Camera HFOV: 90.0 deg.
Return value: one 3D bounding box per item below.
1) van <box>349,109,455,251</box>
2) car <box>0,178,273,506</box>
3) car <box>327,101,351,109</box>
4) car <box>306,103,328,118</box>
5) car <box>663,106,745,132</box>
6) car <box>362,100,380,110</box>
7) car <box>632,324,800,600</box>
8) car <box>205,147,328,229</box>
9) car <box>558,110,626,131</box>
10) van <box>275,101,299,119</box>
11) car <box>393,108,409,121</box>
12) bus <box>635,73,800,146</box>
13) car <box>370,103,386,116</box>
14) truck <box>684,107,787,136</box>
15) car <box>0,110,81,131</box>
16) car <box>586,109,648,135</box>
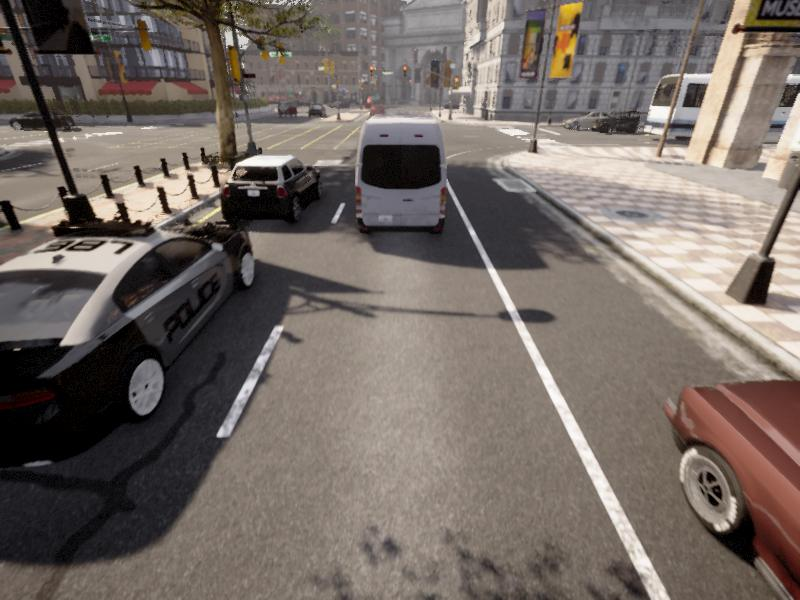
[{"bbox_3d":[0.031,-3.574,10.700,1.988,2.561,5.915,0,27,0],"label":"van"},{"bbox_3d":[-3.487,-0.255,5.221,1.930,1.638,5.238,0,27,0],"label":"car"},{"bbox_3d":[-12.601,-40.345,82.776,2.033,1.411,5.357,15,31,25],"label":"car"},{"bbox_3d":[-11.395,-26.159,55.143,1.930,1.638,5.238,0,27,0],"label":"car"},{"bbox_3d":[28.312,-16.963,37.459,5.566,2.045,2.150,0,27,0],"label":"car"},{"bbox_3d":[-5.940,-39.993,82.052,1.851,1.617,3.988,-16,32,-29],"label":"car"},{"bbox_3d":[3.254,1.867,1.576,1.895,1.301,4.718,0,27,0],"label":"car"},{"bbox_3d":[-3.471,-3.319,11.317,1.970,1.475,3.806,2,27,2],"label":"car"},{"bbox_3d":[17.882,-16.815,37.501,5.027,1.651,2.152,0,27,0],"label":"car"},{"bbox_3d":[-14.899,-25.240,52.947,1.775,1.987,4.442,0,27,0],"label":"van"},{"bbox_3d":[0.096,-23.498,50.529,1.895,1.301,4.718,0,27,0],"label":"car"},{"bbox_3d":[23.100,-13.246,27.818,10.273,4.253,3.944,1,27,1],"label":"bus"},{"bbox_3d":[-3.385,-29.643,62.304,2.152,1.651,5.027,0,27,0],"label":"car"},{"bbox_3d":[28.632,-15.372,34.340,6.274,2.098,2.390,1,27,0],"label":"truck"},{"bbox_3d":[-30.523,-15.290,34.067,4.892,1.490,1.837,1,27,0],"label":"car"},{"bbox_3d":[18.529,-15.323,34.338,3.866,1.878,1.905,0,27,0],"label":"car"}]
